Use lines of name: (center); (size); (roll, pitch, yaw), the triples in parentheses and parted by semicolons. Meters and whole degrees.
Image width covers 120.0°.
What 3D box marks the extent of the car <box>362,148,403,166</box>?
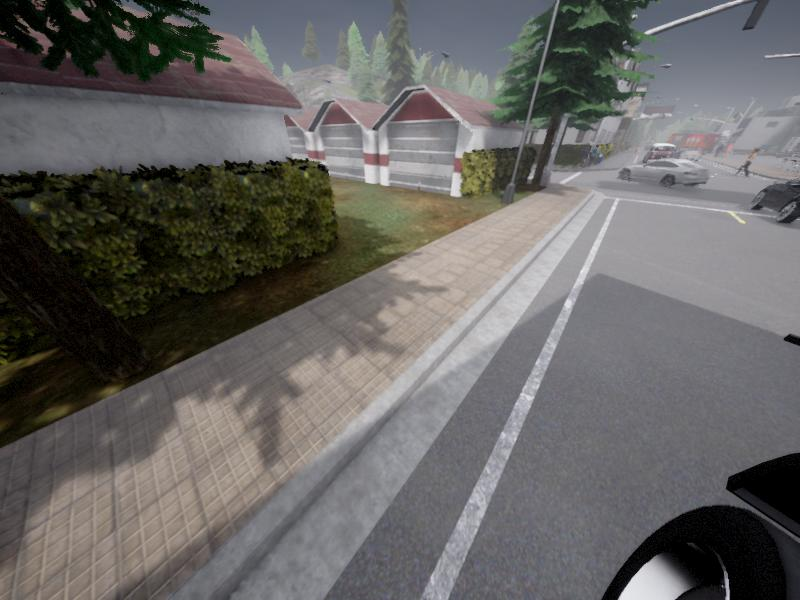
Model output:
car: (-2.127, -17.133, 27.575); (5.008, 1.535, 1.882); (27, 43, 33)

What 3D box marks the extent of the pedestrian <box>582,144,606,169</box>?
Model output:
pedestrian: (17.773, -13.190, 21.221); (0.751, 1.860, 0.751); (-9, 36, -13)

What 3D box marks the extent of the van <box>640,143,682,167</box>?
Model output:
van: (29.264, -16.460, 26.129); (2.069, 2.038, 4.480); (23, 41, 29)

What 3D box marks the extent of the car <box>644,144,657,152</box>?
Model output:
car: (67.462, -41.045, 62.305); (1.837, 1.490, 4.892); (27, 43, 32)

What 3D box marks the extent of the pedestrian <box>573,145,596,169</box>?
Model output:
pedestrian: (16.891, -13.106, 21.223); (0.751, 1.860, 0.751); (-8, 36, -11)

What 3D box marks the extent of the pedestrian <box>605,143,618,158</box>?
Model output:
pedestrian: (31.641, -22.448, 34.610); (0.751, 1.860, 0.751); (26, 42, 32)

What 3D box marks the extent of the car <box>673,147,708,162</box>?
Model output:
car: (40.149, -20.280, 32.090); (2.152, 1.651, 5.027); (27, 42, 32)

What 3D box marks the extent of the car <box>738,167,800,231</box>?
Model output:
car: (14.481, -3.505, 7.894); (2.128, 1.511, 4.902); (27, 41, 32)

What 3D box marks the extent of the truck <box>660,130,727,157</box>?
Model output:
truck: (55.346, -29.615, 43.740); (8.468, 3.827, 2.891); (-5, 35, -10)

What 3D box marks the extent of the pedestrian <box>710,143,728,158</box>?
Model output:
pedestrian: (48.770, -22.834, 35.326); (0.751, 1.860, 0.751); (25, 42, 31)

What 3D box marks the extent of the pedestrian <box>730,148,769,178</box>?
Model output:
pedestrian: (26.071, -10.251, 17.288); (0.751, 1.860, 0.751); (-27, 43, -33)

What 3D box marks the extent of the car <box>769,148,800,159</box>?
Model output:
car: (69.963, -25.989, 41.017); (4.193, 1.474, 1.816); (26, 42, 32)

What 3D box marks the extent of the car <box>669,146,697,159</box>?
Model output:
car: (45.872, -23.972, 37.530); (2.038, 1.542, 4.974); (27, 42, 32)

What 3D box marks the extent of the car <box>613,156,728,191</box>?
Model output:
car: (17.278, -8.470, 15.230); (1.812, 1.442, 4.674); (-5, 36, -7)

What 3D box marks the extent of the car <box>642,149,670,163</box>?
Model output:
car: (34.053, -19.271, 30.805); (1.994, 1.385, 4.181); (26, 42, 32)
